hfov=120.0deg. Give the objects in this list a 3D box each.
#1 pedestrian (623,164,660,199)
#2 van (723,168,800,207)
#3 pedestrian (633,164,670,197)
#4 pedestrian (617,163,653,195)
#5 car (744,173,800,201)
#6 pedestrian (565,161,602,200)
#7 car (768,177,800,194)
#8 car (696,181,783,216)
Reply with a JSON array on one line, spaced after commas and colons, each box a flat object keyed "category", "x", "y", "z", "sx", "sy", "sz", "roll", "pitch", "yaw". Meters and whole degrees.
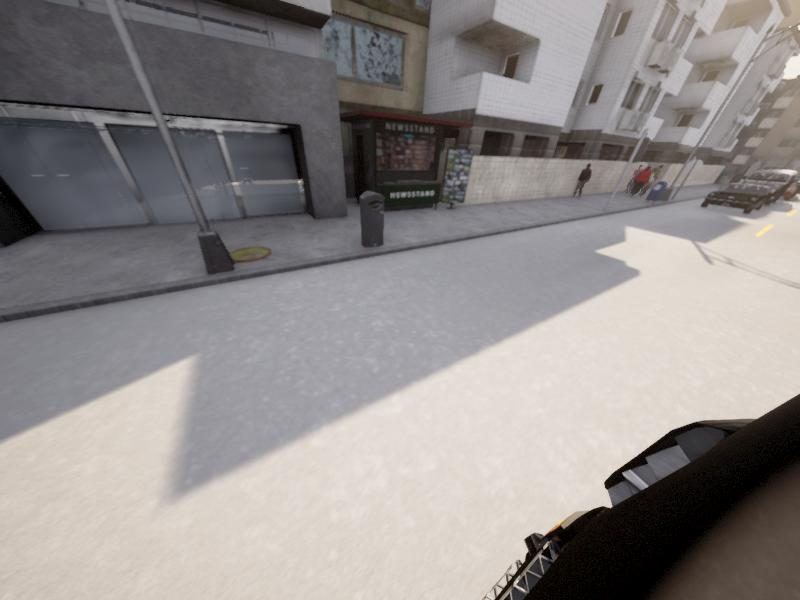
[{"category": "pedestrian", "x": 15.121, "y": -7.467, "z": 14.514, "sx": 0.751, "sy": 1.860, "sz": 0.751, "roll": -21, "pitch": 41, "yaw": -32}, {"category": "van", "x": 25.481, "y": -7.933, "z": 16.113, "sx": 4.480, "sy": 2.038, "sz": 2.069, "roll": -16, "pitch": 38, "yaw": -26}, {"category": "pedestrian", "x": 16.529, "y": -7.872, "z": 15.238, "sx": 0.751, "sy": 1.860, "sz": 0.751, "roll": 15, "pitch": 35, "yaw": 17}, {"category": "pedestrian", "x": 15.780, "y": -8.124, "z": 15.559, "sx": 0.751, "sy": 1.860, "sz": 0.751, "roll": -9, "pitch": 36, "yaw": -18}, {"category": "car", "x": 31.989, "y": -9.614, "z": 19.502, "sx": 4.611, "sy": 1.667, "sz": 2.242, "roll": -16, "pitch": 38, "yaw": -26}, {"category": "pedestrian", "x": 10.163, "y": -6.636, "z": 12.866, "sx": 0.751, "sy": 1.860, "sz": 0.751, "roll": -18, "pitch": 39, "yaw": -28}, {"category": "car", "x": 41.628, "y": -12.227, "z": 24.550, "sx": 4.718, "sy": 1.301, "sz": 1.895, "roll": -16, "pitch": 38, "yaw": -26}, {"category": "car", "x": 19.686, "y": -5.989, "z": 13.394, "sx": 4.718, "sy": 1.301, "sz": 1.895, "roll": -16, "pitch": 38, "yaw": -26}]
